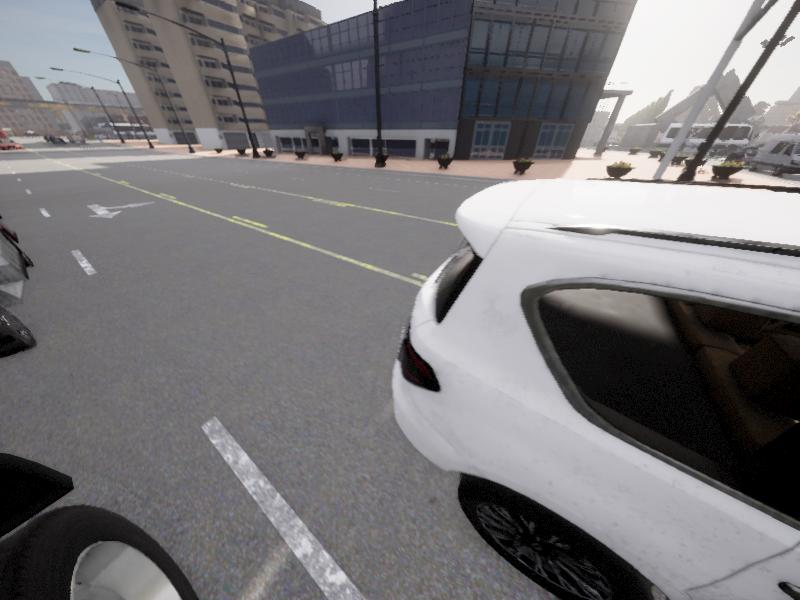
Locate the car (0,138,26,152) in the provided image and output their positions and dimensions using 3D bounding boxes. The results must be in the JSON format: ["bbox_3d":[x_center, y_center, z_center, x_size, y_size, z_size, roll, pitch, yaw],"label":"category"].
[{"bbox_3d":[-66.506,-26.444,39.320,4.611,1.667,2.242,23,41,26],"label":"car"}]

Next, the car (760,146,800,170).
[{"bbox_3d":[36.896,-13.187,21.442,1.930,1.638,5.238,23,41,28],"label":"car"}]

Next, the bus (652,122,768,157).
[{"bbox_3d":[49.850,-26.475,38.061,10.273,4.253,3.944,29,44,33],"label":"bus"}]

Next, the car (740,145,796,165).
[{"bbox_3d":[41.528,-16.563,26.260,1.930,1.638,5.238,27,43,31],"label":"car"}]

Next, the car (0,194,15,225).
[{"bbox_3d":[-15.101,-3.404,7.471,4.902,1.511,2.128,21,40,28],"label":"car"}]

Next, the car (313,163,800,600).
[{"bbox_3d":[2.577,0.864,0.925,5.566,2.045,2.150,21,40,27],"label":"car"}]

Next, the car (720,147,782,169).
[{"bbox_3d":[32.827,-13.428,21.805,1.845,1.501,3.633,22,41,27],"label":"car"}]

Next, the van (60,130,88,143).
[{"bbox_3d":[-79.140,-39.676,56.093,6.366,2.431,2.351,23,41,26],"label":"van"}]

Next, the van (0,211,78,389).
[{"bbox_3d":[-7.345,-0.769,2.893,6.366,2.431,2.351,22,40,28],"label":"van"}]

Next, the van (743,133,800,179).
[{"bbox_3d":[29.078,-10.652,16.977,1.988,2.561,5.915,22,41,27],"label":"van"}]
